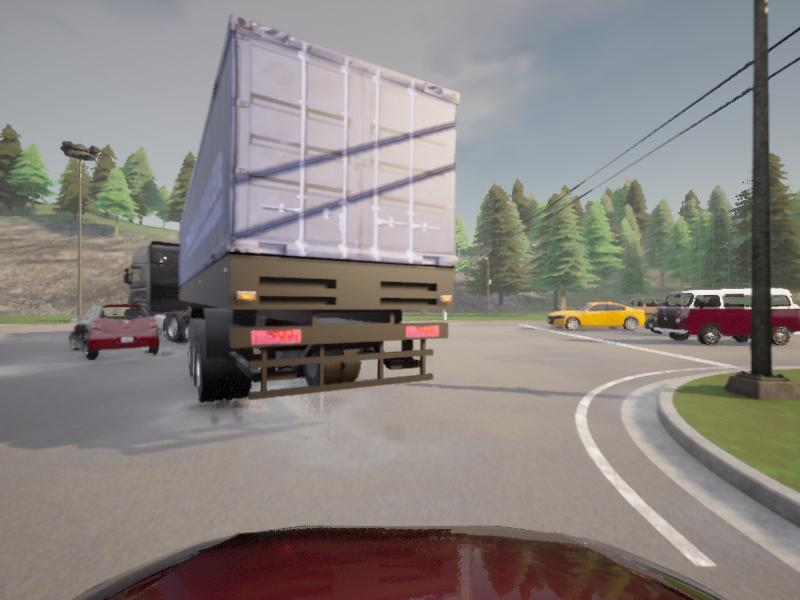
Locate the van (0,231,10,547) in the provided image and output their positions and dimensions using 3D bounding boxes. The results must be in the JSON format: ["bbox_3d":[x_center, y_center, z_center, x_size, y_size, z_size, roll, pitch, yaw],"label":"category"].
[{"bbox_3d":[-3.549,0.574,0.371,2.069,2.038,4.480,0,0,-2],"label":"van"}]

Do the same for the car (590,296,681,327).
[{"bbox_3d":[14.792,0.698,25.290,4.605,1.855,1.932,1,0,1],"label":"car"}]

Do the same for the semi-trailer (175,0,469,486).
[{"bbox_3d":[-3.990,-0.610,10.198,2.717,4.402,14.254,1,0,-31],"label":"semi-trailer"}]

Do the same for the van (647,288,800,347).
[{"bbox_3d":[11.999,0.596,14.789,4.480,2.038,2.069,0,0,0],"label":"van"}]

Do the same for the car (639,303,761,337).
[{"bbox_3d":[13.594,0.885,18.299,4.193,1.474,1.816,0,0,0],"label":"car"}]

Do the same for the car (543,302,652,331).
[{"bbox_3d":[10.603,0.860,21.762,5.008,1.535,1.882,0,0,-1],"label":"car"}]

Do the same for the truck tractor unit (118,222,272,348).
[{"bbox_3d":[-8.595,-0.499,16.495,6.516,4.208,3.053,0,0,37],"label":"truck tractor unit"}]

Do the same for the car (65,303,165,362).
[{"bbox_3d":[-8.690,0.847,12.110,3.633,1.501,1.845,0,-1,45],"label":"car"}]
